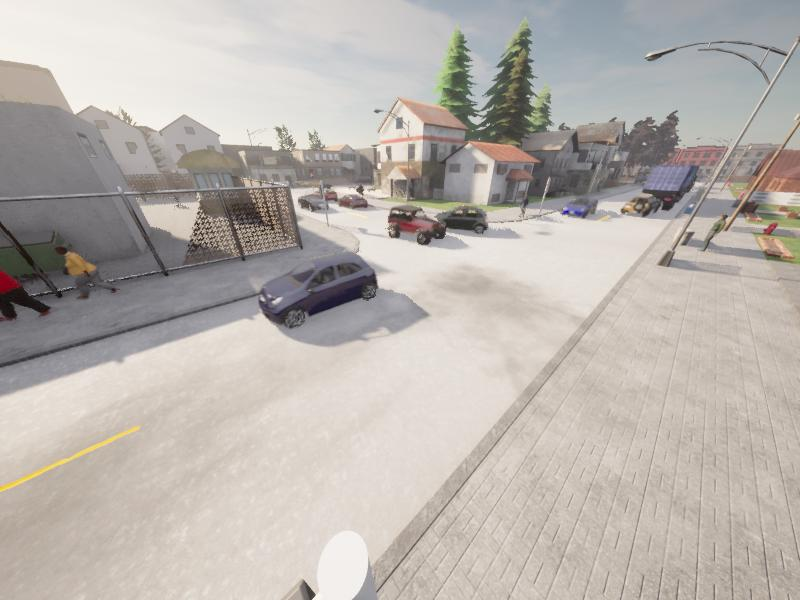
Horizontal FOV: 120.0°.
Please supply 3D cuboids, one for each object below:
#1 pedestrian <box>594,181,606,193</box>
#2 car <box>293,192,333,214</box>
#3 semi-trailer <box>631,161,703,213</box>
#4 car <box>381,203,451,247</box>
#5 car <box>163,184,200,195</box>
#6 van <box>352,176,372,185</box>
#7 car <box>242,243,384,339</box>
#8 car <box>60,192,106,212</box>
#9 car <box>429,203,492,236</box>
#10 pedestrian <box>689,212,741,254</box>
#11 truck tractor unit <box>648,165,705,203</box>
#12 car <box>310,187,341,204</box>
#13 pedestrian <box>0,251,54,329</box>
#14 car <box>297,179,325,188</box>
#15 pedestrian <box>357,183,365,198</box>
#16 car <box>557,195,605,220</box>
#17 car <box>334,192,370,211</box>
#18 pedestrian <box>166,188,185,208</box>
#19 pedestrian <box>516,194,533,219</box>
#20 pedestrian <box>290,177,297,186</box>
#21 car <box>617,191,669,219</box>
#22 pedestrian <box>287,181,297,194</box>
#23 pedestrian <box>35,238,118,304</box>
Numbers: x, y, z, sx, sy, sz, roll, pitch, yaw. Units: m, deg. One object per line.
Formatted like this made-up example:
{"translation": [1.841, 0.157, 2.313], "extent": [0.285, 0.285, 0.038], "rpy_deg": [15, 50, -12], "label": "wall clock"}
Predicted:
{"translation": [33.394, -18.895, 38.616], "extent": [0.751, 1.860, 0.751], "rpy_deg": [-23, 37, -34], "label": "pedestrian"}
{"translation": [-9.255, -10.369, 24.454], "extent": [2.128, 1.511, 4.902], "rpy_deg": [-23, 37, -34], "label": "car"}
{"translation": [30.906, -13.215, 26.461], "extent": [14.254, 4.402, 2.717], "rpy_deg": [-22, 37, -34], "label": "semi-trailer"}
{"translation": [0.891, -4.804, 14.437], "extent": [3.866, 1.878, 1.905], "rpy_deg": [23, 37, 35], "label": "car"}
{"translation": [-36.311, -18.495, 38.565], "extent": [4.193, 1.474, 1.816], "rpy_deg": [-22, 36, -33], "label": "car"}
{"translation": [-9.528, -30.007, 57.995], "extent": [4.442, 1.987, 1.775], "rpy_deg": [-23, 37, -34], "label": "van"}
{"translation": [-2.561, -0.552, 7.433], "extent": [3.633, 1.501, 1.845], "rpy_deg": [-23, 37, -34], "label": "car"}
{"translation": [-33.330, -10.450, 24.440], "extent": [1.816, 1.474, 4.193], "rpy_deg": [-23, 37, -34], "label": "car"}
{"translation": [4.279, -5.753, 16.362], "extent": [3.988, 1.617, 1.851], "rpy_deg": [10, 32, 16], "label": "car"}
{"translation": [16.017, -3.428, 11.827], "extent": [0.751, 1.860, 0.751], "rpy_deg": [20, 35, 30], "label": "pedestrian"}
{"translation": [36.975, -15.649, 30.926], "extent": [6.516, 4.208, 3.053], "rpy_deg": [-23, 37, -34], "label": "truck tractor unit"}
{"translation": [-9.926, -13.902, 30.558], "extent": [2.007, 1.525, 4.514], "rpy_deg": [-23, 37, -34], "label": "car"}
{"translation": [-10.860, -0.269, 6.338], "extent": [0.751, 1.860, 0.751], "rpy_deg": [26, 39, 37], "label": "pedestrian"}
{"translation": [-19.542, -25.640, 50.836], "extent": [5.366, 1.575, 1.801], "rpy_deg": [-23, 37, -34], "label": "car"}
{"translation": [-5.581, -15.731, 33.136], "extent": [0.751, 1.860, 0.751], "rpy_deg": [-20, 35, -30], "label": "pedestrian"}
{"translation": [16.950, -8.727, 21.596], "extent": [4.514, 1.525, 2.007], "rpy_deg": [-23, 37, -34], "label": "car"}
{"translation": [-5.423, -11.160, 25.967], "extent": [1.994, 1.385, 4.181], "rpy_deg": [-24, 38, -35], "label": "car"}
{"translation": [-24.267, -11.048, 25.030], "extent": [0.751, 1.860, 0.751], "rpy_deg": [21, 36, 31], "label": "pedestrian"}
{"translation": [10.668, -8.063, 19.856], "extent": [0.751, 1.860, 0.751], "rpy_deg": [11, 32, 18], "label": "pedestrian"}
{"translation": [-24.719, -27.579, 53.657], "extent": [0.751, 1.860, 0.751], "rpy_deg": [-26, 39, -37], "label": "pedestrian"}
{"translation": [23.411, -9.245, 22.287], "extent": [4.605, 1.855, 1.932], "rpy_deg": [-21, 36, -28], "label": "car"}
{"translation": [-18.071, -18.839, 38.727], "extent": [0.751, 1.860, 0.751], "rpy_deg": [14, 33, 22], "label": "pedestrian"}
{"translation": [-10.338, -0.935, 7.492], "extent": [0.751, 1.860, 0.751], "rpy_deg": [-22, 37, -33], "label": "pedestrian"}
